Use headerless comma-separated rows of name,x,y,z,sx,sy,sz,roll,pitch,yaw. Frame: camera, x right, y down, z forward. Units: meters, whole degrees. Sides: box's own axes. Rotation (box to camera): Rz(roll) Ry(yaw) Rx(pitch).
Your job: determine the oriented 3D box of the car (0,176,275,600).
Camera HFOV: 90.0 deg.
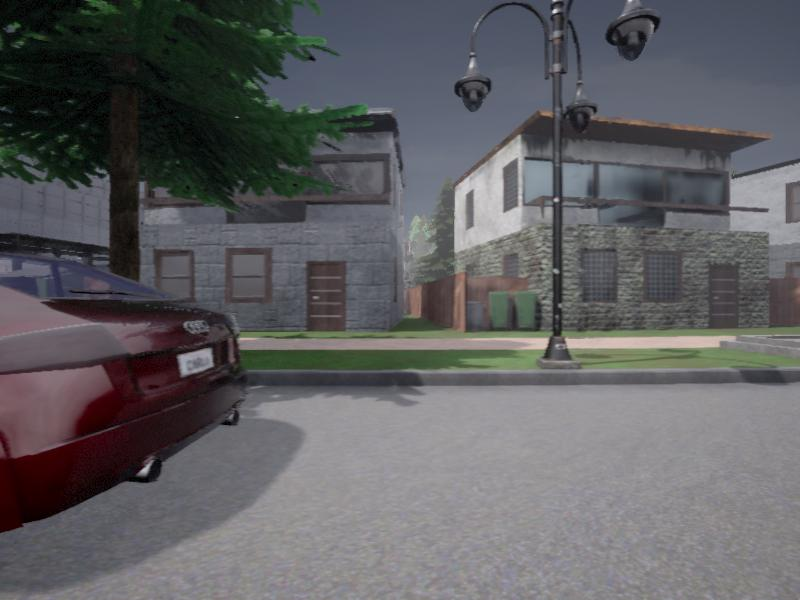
car,-3.134,0.312,2.309,4.181,1.385,1.994,0,0,2
